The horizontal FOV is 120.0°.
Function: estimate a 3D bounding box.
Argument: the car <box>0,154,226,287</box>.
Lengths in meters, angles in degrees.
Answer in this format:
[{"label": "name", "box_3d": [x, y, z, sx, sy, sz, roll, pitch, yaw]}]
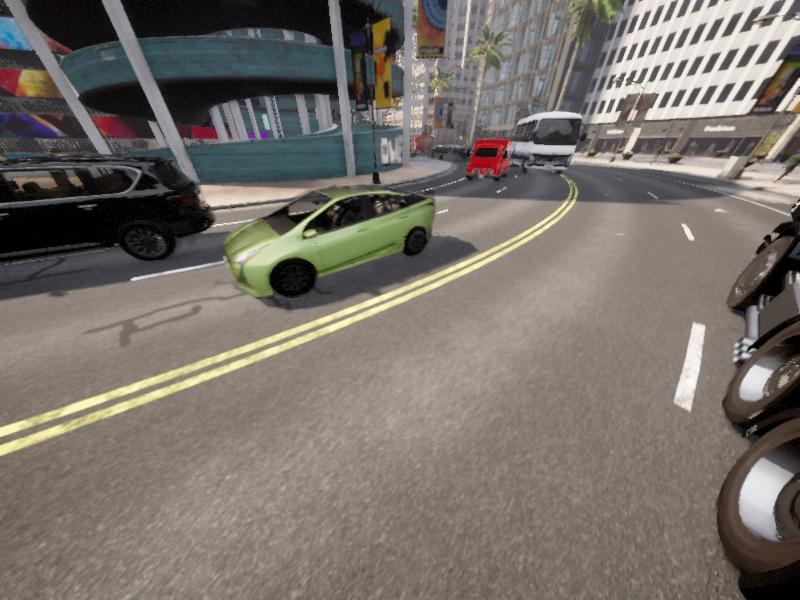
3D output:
[{"label": "car", "box_3d": [-7.503, -1.854, 4.968, 5.566, 2.045, 2.150, -17, 38, -24]}]

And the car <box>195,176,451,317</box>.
[{"label": "car", "box_3d": [-1.258, -1.592, 5.047, 4.514, 1.525, 2.007, -24, 41, -31]}]

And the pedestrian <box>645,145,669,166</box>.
[{"label": "pedestrian", "box_3d": [26.740, -15.040, 24.071, 0.751, 1.860, 0.751, 8, 35, 12]}]

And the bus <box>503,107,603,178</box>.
[{"label": "bus", "box_3d": [12.819, -14.288, 21.162, 3.944, 4.253, 10.273, 8, 35, 10]}]

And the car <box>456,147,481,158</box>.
[{"label": "car", "box_3d": [11.772, -25.550, 39.988, 2.007, 1.525, 4.514, -9, 36, -13]}]

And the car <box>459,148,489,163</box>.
[{"label": "car", "box_3d": [10.184, -20.229, 32.241, 2.128, 1.511, 4.902, -4, 35, -6]}]

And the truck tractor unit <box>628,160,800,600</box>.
[{"label": "truck tractor unit", "box_3d": [4.920, -0.456, 1.016, 6.516, 4.208, 3.053, -25, 41, -32]}]

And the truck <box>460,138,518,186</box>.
[{"label": "truck", "box_3d": [6.433, -9.988, 16.462, 2.627, 2.467, 5.204, 16, 38, 22]}]

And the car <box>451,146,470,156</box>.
[{"label": "car", "box_3d": [12.342, -30.674, 47.439, 1.789, 1.549, 3.705, -11, 36, -15]}]

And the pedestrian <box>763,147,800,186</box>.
[{"label": "pedestrian", "box_3d": [22.795, -7.767, 13.464, 0.751, 1.860, 0.751, 18, 38, 24]}]
